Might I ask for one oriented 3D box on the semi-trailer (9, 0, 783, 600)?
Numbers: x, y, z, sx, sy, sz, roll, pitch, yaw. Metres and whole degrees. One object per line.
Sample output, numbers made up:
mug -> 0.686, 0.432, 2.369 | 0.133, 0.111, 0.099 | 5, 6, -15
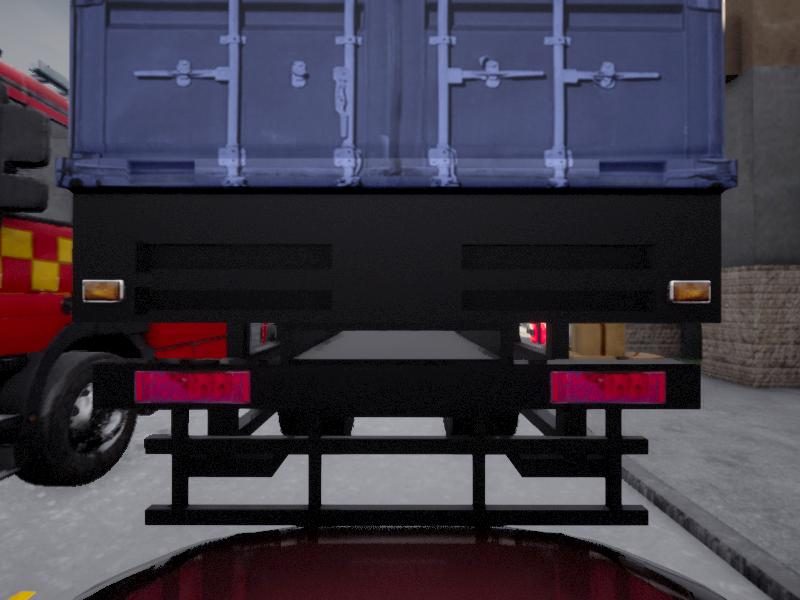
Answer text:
semi-trailer -> -0.016, -0.551, 8.551 | 2.717, 4.402, 14.254 | 0, -1, 0

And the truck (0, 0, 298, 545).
truck -> -4.072, -0.280, 6.164 | 2.891, 3.827, 8.468 | 0, -1, 0
